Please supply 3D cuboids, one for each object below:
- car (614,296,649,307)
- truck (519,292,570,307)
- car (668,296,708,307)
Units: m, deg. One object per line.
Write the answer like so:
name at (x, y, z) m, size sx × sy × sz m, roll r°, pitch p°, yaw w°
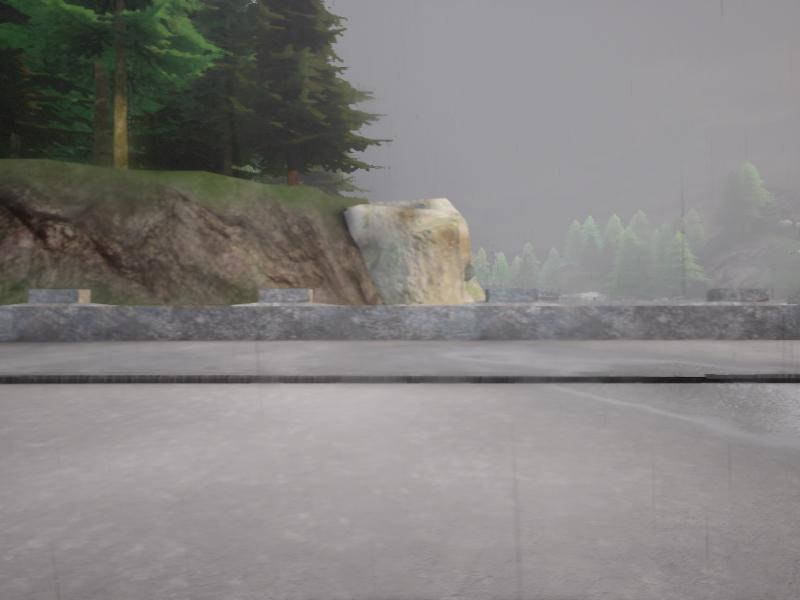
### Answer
car at (32.506, 0.209, 56.174) m, size 3.806 × 1.475 × 1.970 m, roll 0°, pitch 0°, yaw 0°
truck at (20.242, -0.084, 56.186) m, size 6.274 × 2.098 × 2.390 m, roll 0°, pitch 0°, yaw 0°
car at (40.394, 0.194, 56.168) m, size 4.193 × 1.474 × 1.816 m, roll 0°, pitch 0°, yaw 0°
